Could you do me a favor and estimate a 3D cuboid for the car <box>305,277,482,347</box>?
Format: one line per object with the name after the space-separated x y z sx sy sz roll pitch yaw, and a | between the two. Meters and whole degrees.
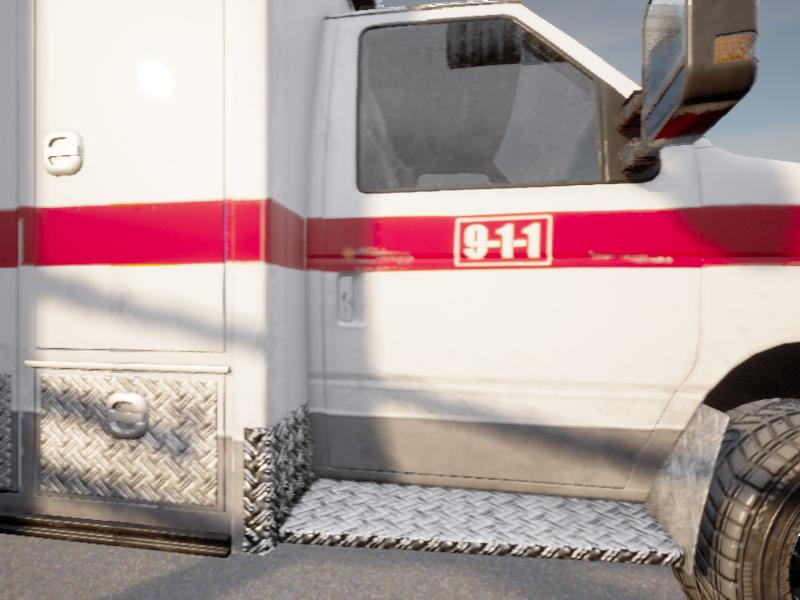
-0.107 0.254 9.548 3.806 1.475 1.970 0 0 4 | car

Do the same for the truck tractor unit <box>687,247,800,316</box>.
24.165 -1.126 28.299 3.053 4.208 6.516 2 0 1 | truck tractor unit

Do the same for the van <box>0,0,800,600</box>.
-1.132 -0.222 2.201 6.366 2.431 2.351 0 0 9 | van

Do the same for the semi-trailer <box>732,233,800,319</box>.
22.076 -1.222 20.712 2.717 4.402 14.254 0 0 20 | semi-trailer

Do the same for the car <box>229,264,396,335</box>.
-3.090 -0.032 13.807 5.566 2.045 2.150 0 0 28 | car

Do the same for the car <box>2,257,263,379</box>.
-4.316 0.226 6.513 3.633 1.501 1.845 0 0 23 | car

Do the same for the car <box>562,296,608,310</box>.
19.139 0.308 41.693 2.033 1.411 5.357 0 0 -3 | car
